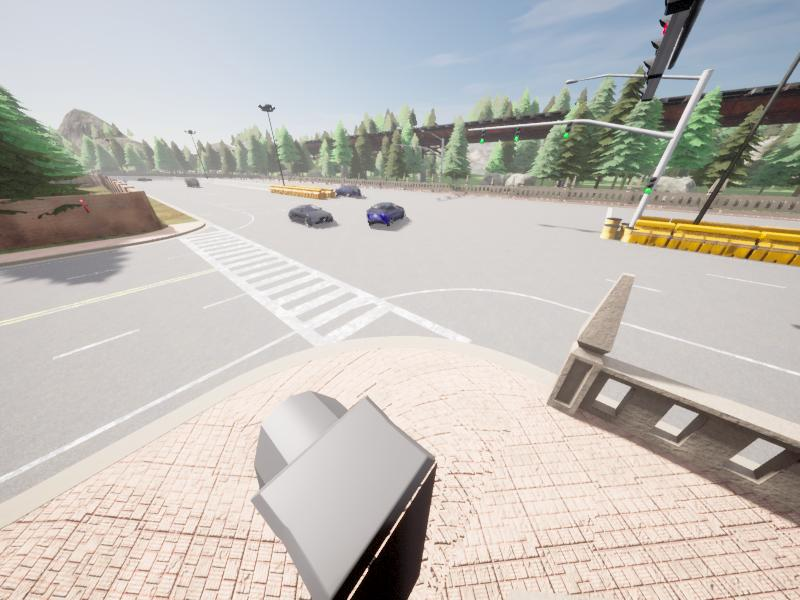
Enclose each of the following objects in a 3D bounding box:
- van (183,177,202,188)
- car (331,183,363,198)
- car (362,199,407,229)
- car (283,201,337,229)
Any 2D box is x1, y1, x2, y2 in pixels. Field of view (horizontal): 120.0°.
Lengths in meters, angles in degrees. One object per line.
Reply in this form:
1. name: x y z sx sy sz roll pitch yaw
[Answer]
1. van: -45.212 -25.571 50.308 4.442 1.987 1.775 23 37 34
2. car: -8.068 -16.609 34.985 4.553 1.767 2.097 23 37 34
3. car: -1.107 -7.123 18.816 2.007 1.525 4.514 10 32 17
4. car: -7.293 -6.937 18.653 4.181 1.385 1.994 23 37 34
